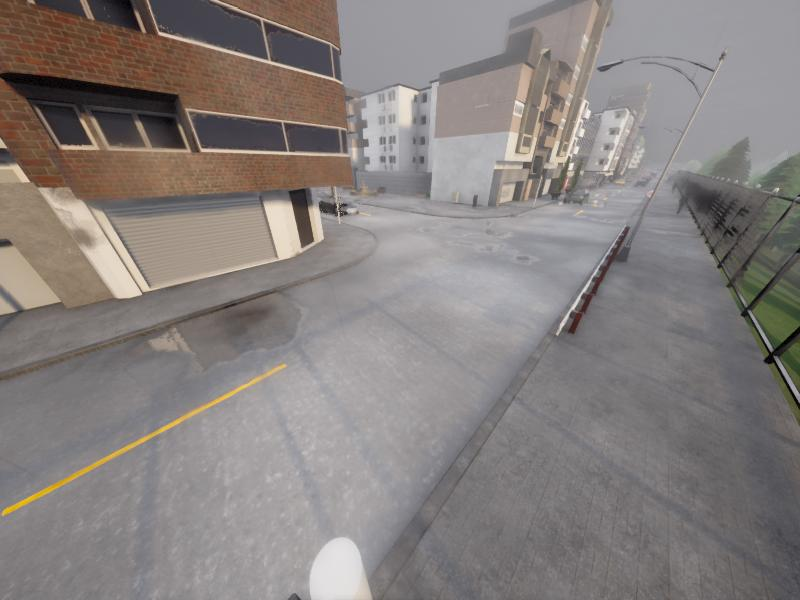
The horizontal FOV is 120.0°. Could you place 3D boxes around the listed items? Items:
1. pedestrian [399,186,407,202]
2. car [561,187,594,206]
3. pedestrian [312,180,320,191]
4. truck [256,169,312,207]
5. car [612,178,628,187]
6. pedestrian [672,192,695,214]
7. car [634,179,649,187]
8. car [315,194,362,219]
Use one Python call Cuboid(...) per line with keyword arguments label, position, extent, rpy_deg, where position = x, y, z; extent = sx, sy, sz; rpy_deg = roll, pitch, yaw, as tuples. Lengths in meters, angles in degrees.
Cuboid(label="pedestrian", position=(0.391, -13.901, 30.203), extent=(0.751, 1.860, 0.751), rpy_deg=(19, 35, 29))
Cuboid(label="car", position=(22.786, -13.386, 29.605), extent=(4.553, 1.767, 2.097), rpy_deg=(-27, 39, -38))
Cuboid(label="pedestrian", position=(-15.640, -21.244, 42.894), extent=(0.751, 1.860, 0.751), rpy_deg=(26, 39, 37))
Cuboid(label="truck", position=(-15.062, -14.628, 29.730), extent=(2.891, 3.827, 8.468), rpy_deg=(-26, 39, -38))
Cuboid(label="car", position=(54.017, -28.889, 56.708), extent=(5.366, 1.575, 1.801), rpy_deg=(-27, 39, -38))
Cuboid(label="pedestrian", position=(27.648, -9.490, 22.534), extent=(0.751, 1.860, 0.751), rpy_deg=(-25, 38, -36))
Cuboid(label="car", position=(56.841, -27.455, 54.264), extent=(4.892, 1.490, 1.837), rpy_deg=(-27, 39, -38))
Cuboid(label="car", position=(-6.028, -9.171, 22.472), extent=(2.033, 1.649, 4.856), rpy_deg=(-26, 39, -37))
